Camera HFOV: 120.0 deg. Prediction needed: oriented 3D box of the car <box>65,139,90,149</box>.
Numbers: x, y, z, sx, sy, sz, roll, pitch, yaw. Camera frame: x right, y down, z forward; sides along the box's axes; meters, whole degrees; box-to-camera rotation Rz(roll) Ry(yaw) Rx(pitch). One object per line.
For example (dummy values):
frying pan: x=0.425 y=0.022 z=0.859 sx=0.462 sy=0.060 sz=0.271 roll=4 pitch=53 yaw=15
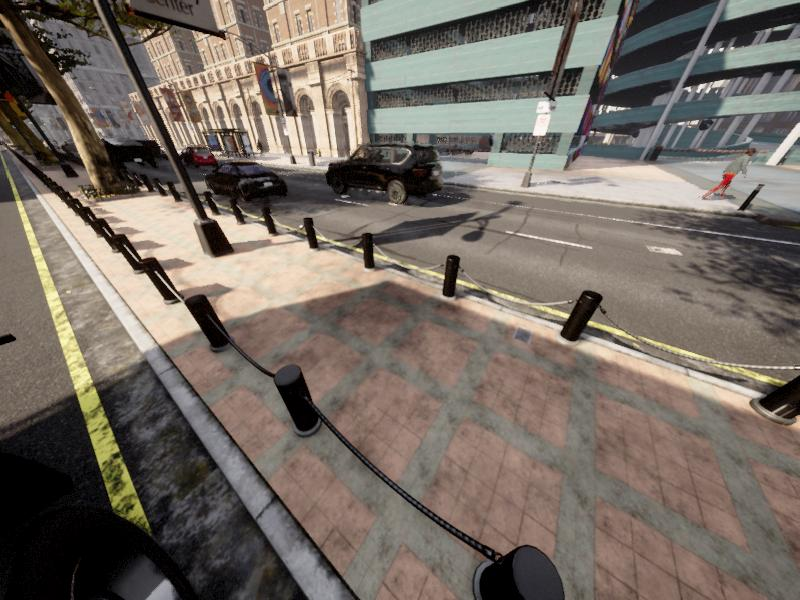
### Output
car: x=-67.664 y=-32.747 z=48.425 sx=4.856 sy=1.649 sz=2.033 roll=22 pitch=41 yaw=28

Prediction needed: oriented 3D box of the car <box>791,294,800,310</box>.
car: x=8.121 y=0.662 z=1.738 sx=4.892 sy=1.490 sz=1.837 roll=22 pitch=41 yaw=28

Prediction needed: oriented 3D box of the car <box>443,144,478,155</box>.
car: x=9.194 y=-23.143 z=35.466 sx=4.718 sy=1.301 sz=1.895 roll=22 pitch=41 yaw=28

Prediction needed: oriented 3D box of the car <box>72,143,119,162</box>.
car: x=-33.781 y=-16.421 z=25.638 sx=4.902 sy=1.511 sz=2.128 roll=22 pitch=41 yaw=28

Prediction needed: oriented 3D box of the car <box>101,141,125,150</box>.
car: x=-56.145 y=-30.199 z=45.195 sx=4.718 sy=1.301 sz=1.895 roll=22 pitch=41 yaw=28

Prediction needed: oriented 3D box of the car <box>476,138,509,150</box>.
car: x=19.115 y=-32.468 z=48.024 sx=5.566 sy=2.045 sz=2.435 roll=22 pitch=41 yaw=28

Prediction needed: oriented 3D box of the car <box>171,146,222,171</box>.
car: x=-17.300 y=-12.155 z=19.685 sx=3.705 sy=1.549 sz=1.789 roll=23 pitch=41 yaw=28

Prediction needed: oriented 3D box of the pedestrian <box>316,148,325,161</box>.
pedestrian: x=-8.318 y=-15.151 z=24.087 sx=0.500 sy=1.100 sz=0.500 roll=-29 pitch=45 yaw=-35

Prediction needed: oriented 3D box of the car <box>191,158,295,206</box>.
car: x=-7.055 y=-5.461 z=10.417 sx=4.181 sy=1.385 sz=1.994 roll=22 pitch=41 yaw=28

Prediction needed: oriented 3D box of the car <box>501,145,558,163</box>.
car: x=14.064 y=-15.978 z=25.179 sx=4.902 sy=1.511 sz=2.128 roll=22 pitch=41 yaw=28

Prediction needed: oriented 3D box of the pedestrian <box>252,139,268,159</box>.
pedestrian: x=-15.796 y=-17.100 z=26.135 sx=0.751 sy=1.860 sz=0.751 roll=24 pitch=41 yaw=29

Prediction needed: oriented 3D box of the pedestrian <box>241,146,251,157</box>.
pedestrian: x=-19.126 y=-18.424 z=28.648 sx=0.500 sy=1.100 sz=0.500 roll=14 pitch=37 yaw=19

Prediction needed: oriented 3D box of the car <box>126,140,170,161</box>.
car: x=-28.103 y=-16.729 z=25.788 sx=3.866 sy=1.878 sz=1.905 roll=22 pitch=40 yaw=28

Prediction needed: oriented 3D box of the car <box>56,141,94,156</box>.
car: x=-45.317 y=-21.176 z=32.200 sx=5.027 sy=1.651 sz=2.152 roll=22 pitch=41 yaw=28

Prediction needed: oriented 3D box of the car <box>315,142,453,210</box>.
car: x=-0.819 y=-5.664 z=10.162 sx=5.566 sy=2.045 sz=2.150 roll=22 pitch=40 yaw=27

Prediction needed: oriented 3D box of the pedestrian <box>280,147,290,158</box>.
pedestrian: x=-13.411 y=-17.191 z=26.942 sx=0.500 sy=1.100 sz=0.500 roll=7 pitch=36 yaw=10

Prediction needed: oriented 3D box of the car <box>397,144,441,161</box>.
car: x=2.205 y=-17.871 z=27.842 sx=4.786 sy=1.482 sz=2.161 roll=22 pitch=41 yaw=28

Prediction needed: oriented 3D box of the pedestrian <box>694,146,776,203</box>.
pedestrian: x=12.866 y=-4.854 z=8.981 sx=0.751 sy=1.860 sz=0.751 roll=11 pitch=37 yaw=15

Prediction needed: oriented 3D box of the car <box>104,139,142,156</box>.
car: x=-37.075 y=-20.393 z=30.919 sx=4.605 sy=1.855 sz=1.932 roll=21 pitch=40 yaw=29

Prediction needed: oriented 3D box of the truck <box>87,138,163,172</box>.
truck: x=-22.992 y=-12.248 z=19.292 sx=6.274 sy=2.098 sz=2.390 roll=22 pitch=41 yaw=28

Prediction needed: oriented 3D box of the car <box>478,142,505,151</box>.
car: x=19.065 y=-32.167 z=48.277 sx=4.514 sy=1.523 sz=2.007 roll=22 pitch=41 yaw=28
